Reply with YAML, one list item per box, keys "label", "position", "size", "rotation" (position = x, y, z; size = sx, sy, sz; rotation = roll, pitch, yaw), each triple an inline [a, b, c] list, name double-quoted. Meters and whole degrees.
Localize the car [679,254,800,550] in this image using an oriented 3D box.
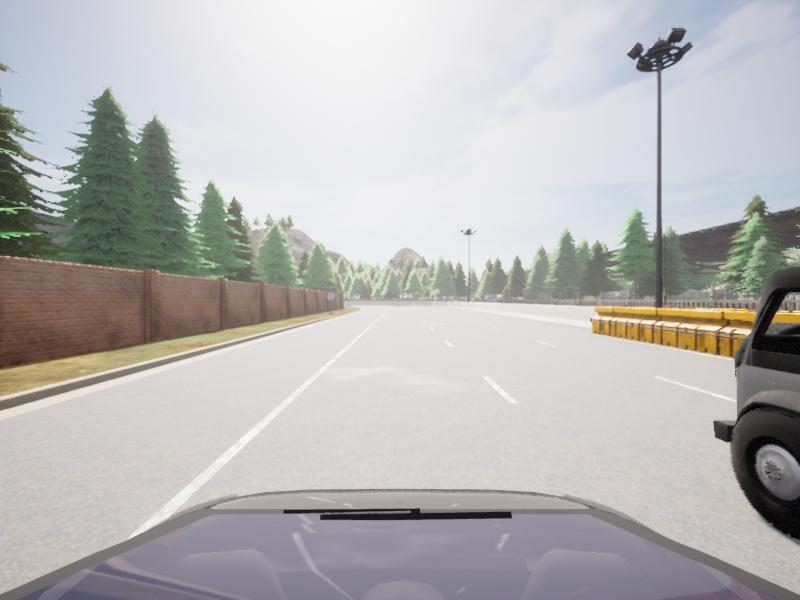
- label: "car"
  position: [3.497, 0.644, 1.711]
  size: [1.905, 1.878, 3.866]
  rotation: [0, 0, 0]
